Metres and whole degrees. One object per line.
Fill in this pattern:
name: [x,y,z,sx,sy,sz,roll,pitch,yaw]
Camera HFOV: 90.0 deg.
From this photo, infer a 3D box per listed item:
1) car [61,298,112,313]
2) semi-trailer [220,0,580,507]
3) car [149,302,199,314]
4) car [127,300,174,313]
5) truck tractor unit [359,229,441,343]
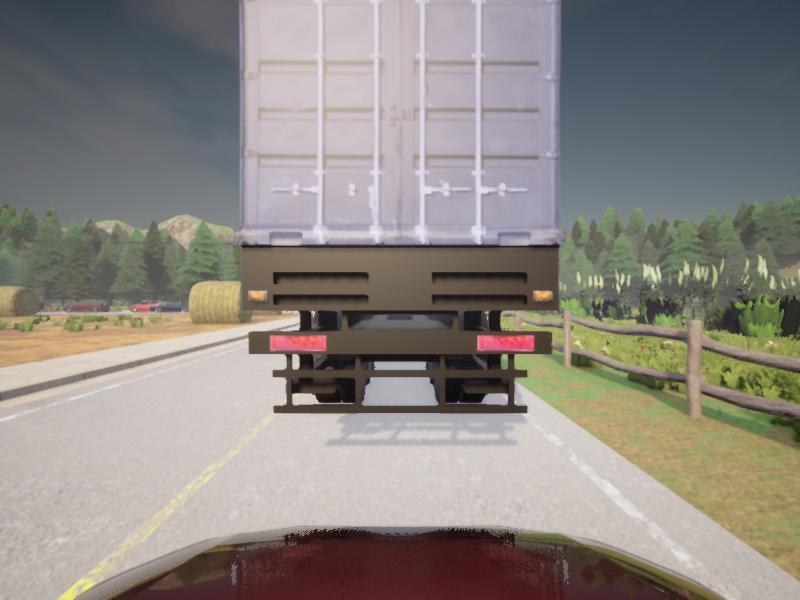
car: [-38.245,0.666,48.896,4.553,1.767,2.097,0,0,-3]
semi-trailer: [0.001,-0.631,10.149,2.717,4.402,14.254,0,0,0]
car: [-25.921,0.919,45.993,4.718,1.301,1.895,0,0,-3]
car: [-30.647,0.799,49.266,4.514,1.525,2.007,0,0,-3]
truck tractor unit: [-0.004,-0.538,18.061,3.053,4.208,6.516,0,0,0]
